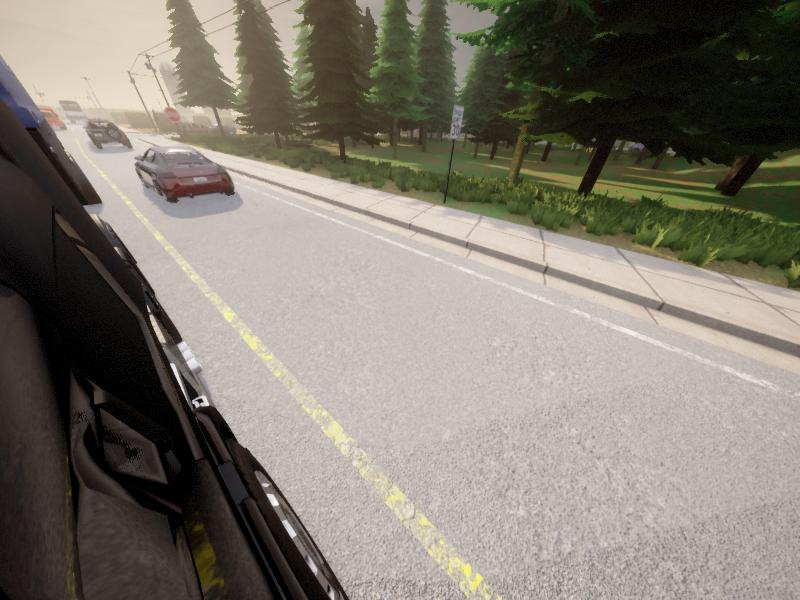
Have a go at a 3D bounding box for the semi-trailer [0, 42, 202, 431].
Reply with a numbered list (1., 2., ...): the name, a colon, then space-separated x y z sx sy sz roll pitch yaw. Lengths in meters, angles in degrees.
1. semi-trailer: -8.703 -3.603 4.222 14.254 4.402 2.717 28 44 30

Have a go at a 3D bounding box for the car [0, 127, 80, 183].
1. car: -15.969 -6.296 9.807 4.902 1.511 2.128 28 44 30

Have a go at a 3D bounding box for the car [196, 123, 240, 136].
1. car: -29.450 -27.676 37.565 2.128 1.511 4.902 27 43 29

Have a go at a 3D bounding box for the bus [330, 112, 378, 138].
1. bus: -10.066 -39.352 52.096 3.944 4.253 10.273 27 43 29

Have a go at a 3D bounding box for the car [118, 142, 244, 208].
1. car: -7.748 -4.599 8.160 4.181 1.385 1.994 28 44 30

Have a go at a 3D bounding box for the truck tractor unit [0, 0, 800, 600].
1. truck tractor unit: -2.645 -0.295 0.351 6.516 4.208 3.053 28 44 30

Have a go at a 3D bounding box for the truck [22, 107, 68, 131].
1. truck: -50.418 -25.878 32.982 5.204 2.467 2.627 30 44 31

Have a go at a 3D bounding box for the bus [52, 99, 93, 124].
1. bus: -78.140 -44.929 55.217 10.273 4.253 3.944 29 44 31

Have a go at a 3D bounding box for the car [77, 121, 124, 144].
1. car: -27.717 -15.576 21.433 4.514 1.525 2.007 31 45 33

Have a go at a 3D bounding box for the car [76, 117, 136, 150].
1. car: -22.795 -12.920 17.897 4.605 1.855 1.932 29 44 31

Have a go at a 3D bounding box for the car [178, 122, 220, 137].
1. car: -29.025 -24.658 33.478 1.851 1.617 3.988 27 43 29
